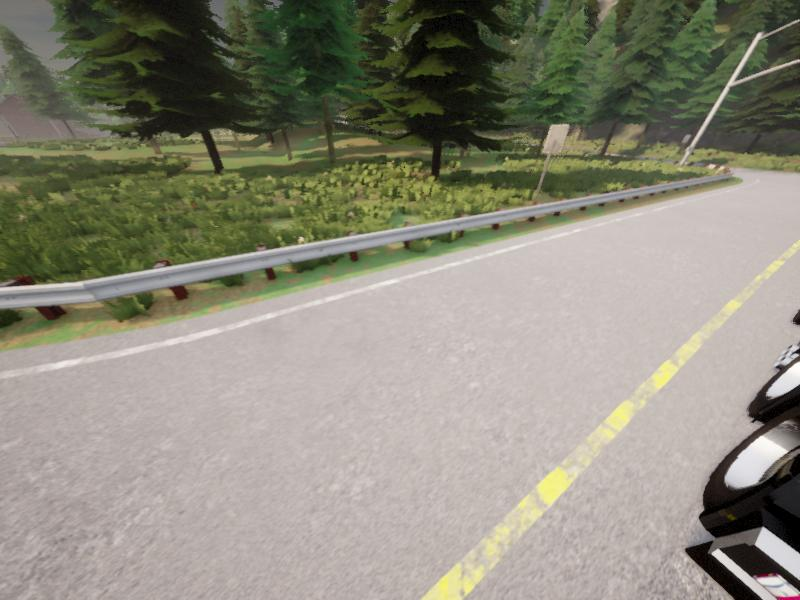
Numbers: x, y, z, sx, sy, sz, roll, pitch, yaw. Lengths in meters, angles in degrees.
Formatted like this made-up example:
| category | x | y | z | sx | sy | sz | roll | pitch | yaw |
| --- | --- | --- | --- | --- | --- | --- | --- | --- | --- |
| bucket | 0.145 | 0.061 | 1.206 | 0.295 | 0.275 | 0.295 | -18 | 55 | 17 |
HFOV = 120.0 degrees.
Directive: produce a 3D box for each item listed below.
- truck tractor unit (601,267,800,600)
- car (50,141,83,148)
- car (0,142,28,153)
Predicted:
| category | x | y | z | sx | sy | sz | roll | pitch | yaw |
| --- | --- | --- | --- | --- | --- | --- | --- | --- | --- |
| truck tractor unit | 5.116 | -0.297 | 0.773 | 6.516 | 4.208 | 3.053 | -18 | 39 | -24 |
| car | -88.428 | -41.314 | 61.356 | 2.007 | 1.525 | 4.514 | 15 | 37 | 20 |
| car | -71.799 | -27.983 | 42.309 | 1.837 | 1.490 | 4.892 | -18 | 39 | -24 |
